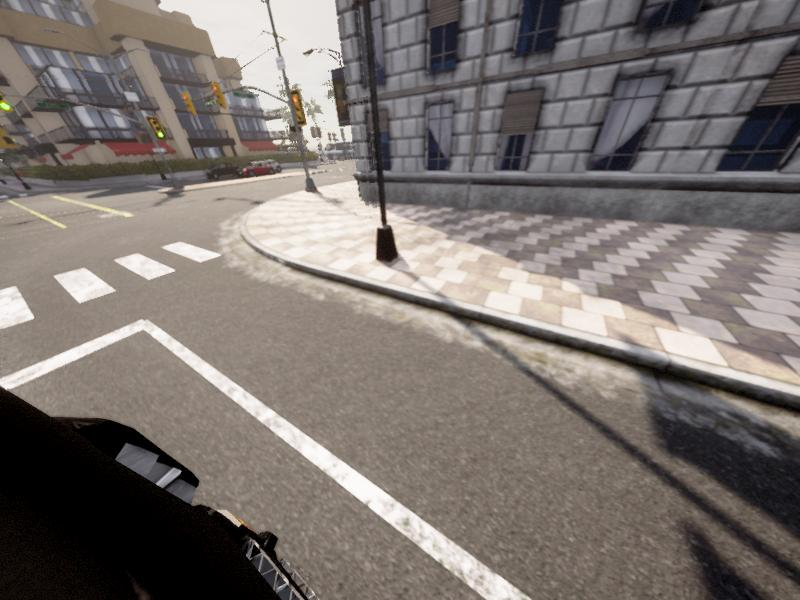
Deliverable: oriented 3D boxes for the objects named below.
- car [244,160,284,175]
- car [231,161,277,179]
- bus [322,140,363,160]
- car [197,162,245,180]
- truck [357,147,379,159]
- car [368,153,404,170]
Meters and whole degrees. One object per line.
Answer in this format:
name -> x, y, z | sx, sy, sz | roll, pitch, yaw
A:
car -> -18.001, -17.706, 30.775 | 1.970, 1.475, 3.806 | 16, 38, 26
car -> -16.745, -15.109, 26.755 | 1.970, 1.475, 3.806 | 16, 38, 26
bus -> -15.739, -40.793, 62.946 | 10.273, 4.253, 3.944 | 16, 38, 27
car -> -20.740, -15.051, 26.907 | 1.789, 1.549, 3.705 | 16, 38, 26
truck -> -8.815, -40.355, 63.368 | 5.204, 2.467, 2.627 | 16, 38, 27
car -> -1.651, -17.356, 28.944 | 2.128, 1.511, 4.902 | 16, 38, 26
